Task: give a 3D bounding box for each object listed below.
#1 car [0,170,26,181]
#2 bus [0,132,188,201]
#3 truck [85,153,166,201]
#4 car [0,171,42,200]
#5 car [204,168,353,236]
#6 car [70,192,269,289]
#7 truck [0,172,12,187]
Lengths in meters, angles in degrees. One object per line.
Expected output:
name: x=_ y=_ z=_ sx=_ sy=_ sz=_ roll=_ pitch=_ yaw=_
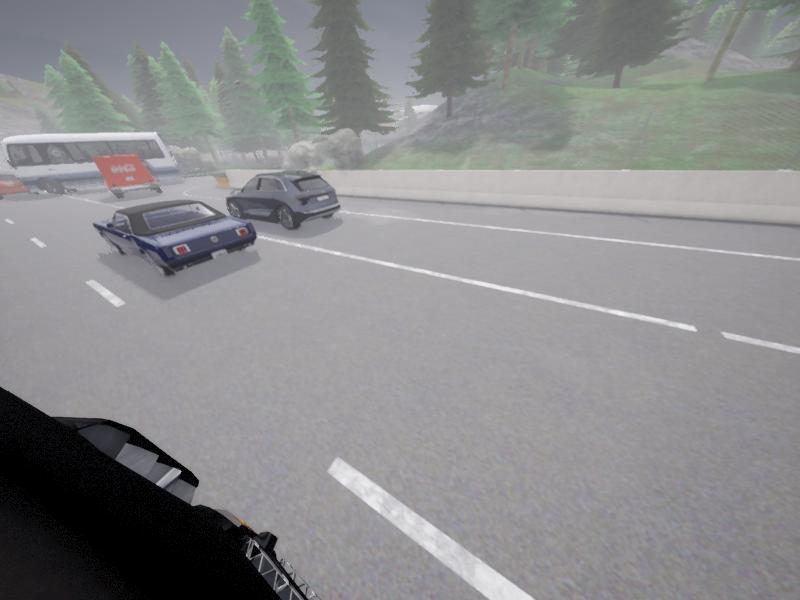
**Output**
car: x=-70.713 y=-22.628 z=42.057 sx=4.792 sy=1.488 sz=2.163 roll=18 pitch=39 yaw=28
bus: x=-26.426 y=-12.226 z=20.533 sx=10.273 sy=4.253 sz=3.944 roll=-23 pitch=42 yaw=-27
truck: x=-19.910 y=-9.156 z=16.966 sx=5.204 sy=2.467 sz=2.627 roll=27 pitch=46 yaw=37
car: x=-33.380 y=-9.810 z=19.636 sx=4.553 sy=1.767 sz=2.097 roll=16 pitch=38 yaw=26
car: x=-4.398 y=-3.759 z=8.421 sx=4.856 sy=1.649 sz=2.033 roll=16 pitch=38 yaw=26
car: x=-5.918 y=-1.806 z=5.929 sx=4.718 sy=1.301 sz=1.895 roll=16 pitch=38 yaw=26
truck: x=-56.031 y=-17.077 z=30.481 sx=8.468 sy=3.827 sz=2.891 roll=16 pitch=38 yaw=26
